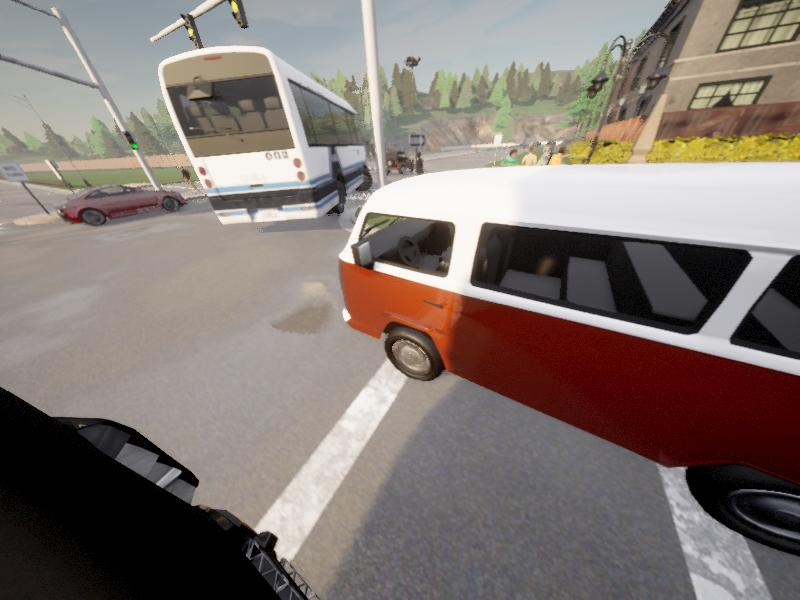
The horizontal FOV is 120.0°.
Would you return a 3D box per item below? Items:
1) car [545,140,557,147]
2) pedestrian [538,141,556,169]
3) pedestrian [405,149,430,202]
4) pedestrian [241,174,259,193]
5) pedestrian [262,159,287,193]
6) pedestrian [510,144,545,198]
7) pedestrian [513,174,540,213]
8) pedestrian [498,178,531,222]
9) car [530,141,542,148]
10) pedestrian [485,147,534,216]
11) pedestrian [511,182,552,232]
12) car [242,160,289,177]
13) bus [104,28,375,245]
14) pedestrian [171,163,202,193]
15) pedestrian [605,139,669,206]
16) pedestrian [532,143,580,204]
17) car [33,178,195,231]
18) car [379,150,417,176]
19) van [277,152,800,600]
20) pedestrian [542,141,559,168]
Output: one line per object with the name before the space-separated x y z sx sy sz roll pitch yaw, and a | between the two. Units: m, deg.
car | 51.782 -53.835 79.378 3.866 1.878 1.905 -29 41 -33
pedestrian | 12.029 -11.907 18.976 0.751 1.860 0.751 16 38 26
pedestrian | 0.736 -5.208 9.714 0.751 1.860 0.751 16 38 26
pedestrian | -10.124 -7.900 15.662 0.500 1.100 0.500 1 34 7
pedestrian | -8.078 -7.991 14.948 0.751 1.860 0.751 -6 34 -4
pedestrian | 5.263 -5.341 9.609 0.751 1.860 0.751 20 40 30
pedestrian | 4.118 -3.486 7.590 0.500 1.100 0.500 7 35 15
pedestrian | 3.359 -2.960 6.857 0.500 1.100 0.500 -3 34 1
car | 46.991 -53.835 79.756 4.605 1.855 1.932 -29 41 -33
pedestrian | 3.400 -3.740 7.341 0.751 1.860 0.751 -9 34 -8
pedestrian | 3.373 -2.405 6.017 0.500 1.100 0.500 -7 34 -6
car | -16.930 -16.788 29.349 1.812 1.442 4.674 16 38 26
bus | -3.964 -6.454 10.193 3.944 4.253 10.273 -2 34 4
pedestrian | -15.735 -9.001 17.083 0.751 1.860 0.751 14 37 24
pedestrian | 7.802 -4.234 7.736 0.751 1.860 0.751 15 38 25
pedestrian | 5.550 -4.522 8.350 0.751 1.860 0.751 4 34 11
car | -12.694 -4.585 10.666 1.994 1.385 4.181 15 37 25
car | -0.054 -13.307 22.343 1.905 1.878 3.866 16 38 26
van | 1.516 -0.055 2.095 4.480 2.038 2.069 17 39 27
pedestrian | 12.679 -12.277 19.482 0.751 1.860 0.751 16 38 26
